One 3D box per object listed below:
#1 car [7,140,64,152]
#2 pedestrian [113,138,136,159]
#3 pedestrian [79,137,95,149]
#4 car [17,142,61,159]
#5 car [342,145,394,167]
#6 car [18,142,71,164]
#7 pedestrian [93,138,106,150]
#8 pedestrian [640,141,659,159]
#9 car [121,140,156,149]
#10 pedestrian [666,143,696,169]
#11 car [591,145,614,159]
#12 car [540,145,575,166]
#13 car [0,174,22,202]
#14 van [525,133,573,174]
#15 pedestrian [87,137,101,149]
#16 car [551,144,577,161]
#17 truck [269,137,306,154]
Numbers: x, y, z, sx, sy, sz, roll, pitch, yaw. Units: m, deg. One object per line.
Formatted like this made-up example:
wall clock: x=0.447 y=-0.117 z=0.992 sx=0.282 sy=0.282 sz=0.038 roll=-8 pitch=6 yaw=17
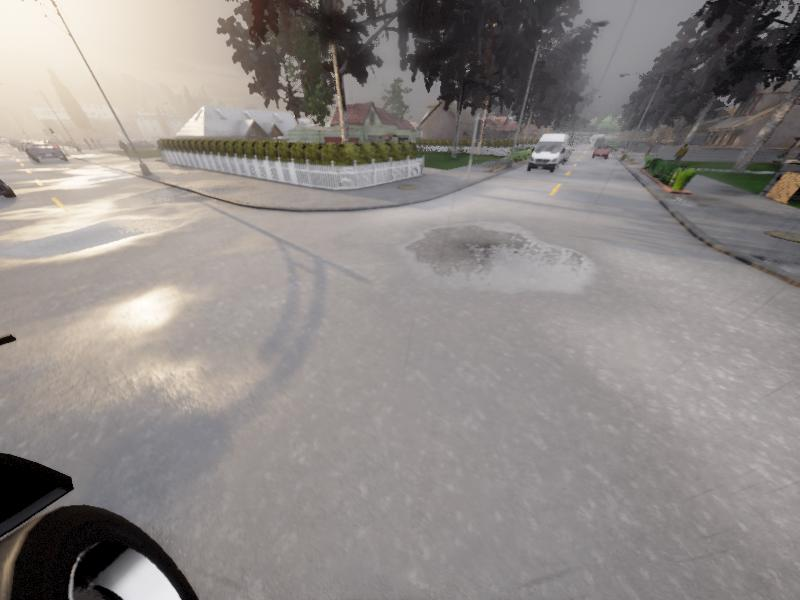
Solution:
car: x=-59.560 y=-25.288 z=37.932 sx=2.007 sy=1.525 sz=4.514 roll=5 pitch=35 yaw=7
pedestrian: x=-30.510 y=-16.762 z=25.580 sx=0.751 sy=1.860 sz=0.751 roll=22 pitch=40 yaw=27
pedestrian: x=-59.501 y=-29.932 z=43.977 sx=0.751 sy=1.860 sz=0.751 roll=2 pitch=35 yaw=2
car: x=-42.627 y=-17.660 z=27.253 sx=4.974 sy=1.542 sz=2.038 roll=22 pitch=41 yaw=28
car: x=-2.781 y=-12.680 z=20.223 sx=4.181 sy=1.381 sz=1.994 roll=22 pitch=41 yaw=28
car: x=-36.614 y=-15.246 z=23.806 sx=5.027 sy=1.651 sz=2.152 roll=22 pitch=41 yaw=28
pedestrian: x=-57.341 y=-29.864 z=44.110 sx=0.751 sy=1.860 sz=0.751 roll=25 pitch=42 yaw=30
pedestrian: x=32.502 y=-19.560 z=30.093 sx=0.751 sy=1.860 sz=0.751 roll=10 pitch=36 yaw=13
car: x=-53.756 y=-31.999 z=47.545 sx=1.816 sy=1.474 sz=4.193 roll=22 pitch=41 yaw=28
pedestrian: x=24.422 y=-12.584 z=20.130 sx=0.751 sy=1.860 sz=0.751 roll=21 pitch=40 yaw=27
car: x=27.862 y=-20.486 z=31.877 sx=1.845 sy=1.501 sz=3.633 roll=22 pitch=41 yaw=28
car: x=16.928 y=-15.573 z=24.733 sx=2.152 sy=1.651 sz=5.027 roll=22 pitch=41 yaw=28
car: x=-18.712 y=-5.149 z=9.599 sx=4.611 sy=1.667 sz=2.242 roll=20 pitch=40 yaw=25
van: x=12.537 y=-12.345 z=19.331 sx=1.988 sy=2.561 sz=5.915 roll=22 pitch=41 yaw=28
pedestrian: x=-59.231 y=-30.439 z=44.699 sx=0.751 sy=1.860 sz=0.751 roll=20 pitch=40 yaw=25
car: x=21.037 y=-18.932 z=29.569 sx=1.801 sy=1.575 sz=5.366 roll=22 pitch=41 yaw=28
truck: x=-17.117 y=-23.797 z=35.406 sx=2.069 sy=2.038 sz=4.478 roll=22 pitch=41 yaw=28
